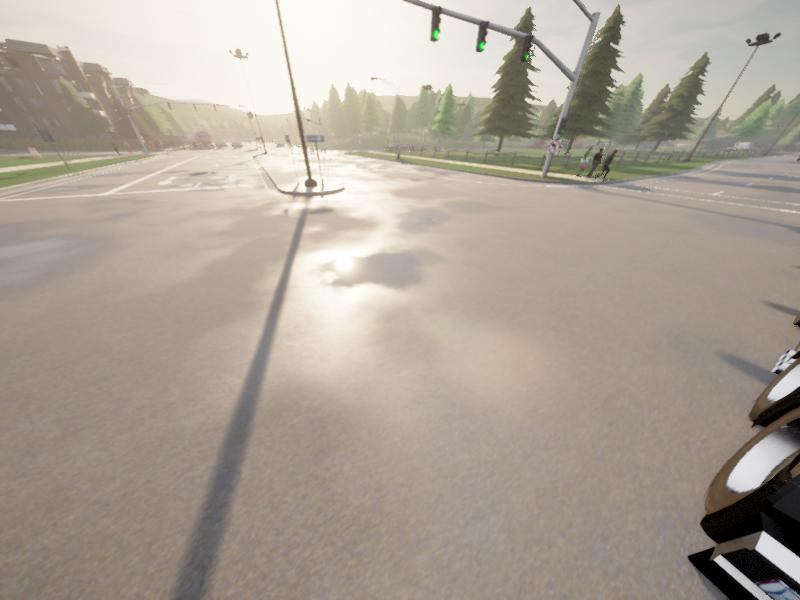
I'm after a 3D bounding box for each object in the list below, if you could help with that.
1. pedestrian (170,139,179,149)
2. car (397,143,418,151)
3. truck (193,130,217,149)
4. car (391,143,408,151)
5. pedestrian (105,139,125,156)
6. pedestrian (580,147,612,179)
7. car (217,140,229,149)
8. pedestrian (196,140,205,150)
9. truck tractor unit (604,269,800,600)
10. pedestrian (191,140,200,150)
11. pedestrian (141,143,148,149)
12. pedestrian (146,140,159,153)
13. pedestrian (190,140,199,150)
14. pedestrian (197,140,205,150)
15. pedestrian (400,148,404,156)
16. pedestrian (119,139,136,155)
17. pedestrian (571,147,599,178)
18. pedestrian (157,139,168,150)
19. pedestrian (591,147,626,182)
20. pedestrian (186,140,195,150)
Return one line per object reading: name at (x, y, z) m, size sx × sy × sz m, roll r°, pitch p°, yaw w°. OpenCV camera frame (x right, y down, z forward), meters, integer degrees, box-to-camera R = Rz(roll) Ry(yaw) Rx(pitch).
pedestrian at (-49.046, -33.912, 50.274) m, size 0.751 × 1.860 × 0.751 m, roll -22°, pitch 41°, yaw -29°
car at (1.967, -38.320, 57.951) m, size 4.856 × 1.649 × 2.033 m, roll -18°, pitch 39°, yaw -24°
truck at (-49.768, -41.050, 59.160) m, size 2.891 × 3.827 × 8.468 m, roll -18°, pitch 39°, yaw -25°
car at (-0.099, -39.922, 60.315) m, size 3.988 × 1.617 × 1.851 m, roll -18°, pitch 39°, yaw -24°
pedestrian at (-37.619, -20.112, 30.552) m, size 0.751 × 1.860 × 0.751 m, roll -15°, pitch 38°, yaw -22°
pedestrian at (13.466, -9.441, 15.938) m, size 0.751 × 1.860 × 0.751 m, roll -2°, pitch 35°, yaw -4°
car at (-45.568, -40.053, 59.507) m, size 1.905 × 1.878 × 3.866 m, roll -18°, pitch 39°, yaw -24°
pedestrian at (-45.151, -35.065, 52.283) m, size 0.751 × 1.860 × 0.751 m, roll -22°, pitch 41°, yaw -29°
truck tractor unit at (5.112, -0.295, 0.815) m, size 6.516 × 4.208 × 3.053 m, roll -17°, pitch 37°, yaw -24°
pedestrian at (-46.608, -35.311, 52.615) m, size 0.751 × 1.860 × 0.751 m, roll -19°, pitch 39°, yaw -26°
pedestrian at (-53.992, -32.521, 48.875) m, size 0.500 × 1.100 × 0.500 m, roll -14°, pitch 37°, yaw -20°
pedestrian at (-45.047, -27.984, 42.064) m, size 0.751 × 1.860 × 0.751 m, roll -16°, pitch 38°, yaw -22°
pedestrian at (-46.198, -34.766, 51.835) m, size 0.751 × 1.860 × 0.751 m, roll -16°, pitch 38°, yaw -22°
pedestrian at (-45.689, -35.562, 52.991) m, size 0.751 × 1.860 × 0.751 m, roll -27°, pitch 43°, yaw -34°
pedestrian at (0.400, -24.664, 38.372) m, size 0.500 × 1.100 × 0.500 m, roll -15°, pitch 38°, yaw -21°
pedestrian at (-39.374, -22.102, 33.398) m, size 0.751 × 1.860 × 0.751 m, roll -16°, pitch 38°, yaw -23°
pedestrian at (13.137, -9.798, 16.448) m, size 0.751 × 1.860 × 0.751 m, roll -22°, pitch 41°, yaw -29°
pedestrian at (-49.533, -32.452, 48.177) m, size 0.751 × 1.860 × 0.751 m, roll -18°, pitch 39°, yaw -24°
pedestrian at (13.420, -8.734, 14.918) m, size 0.751 × 1.860 × 0.751 m, roll -13°, pitch 37°, yaw -19°
pedestrian at (-47.689, -35.286, 52.563) m, size 0.751 × 1.860 × 0.751 m, roll -16°, pitch 38°, yaw -22°
